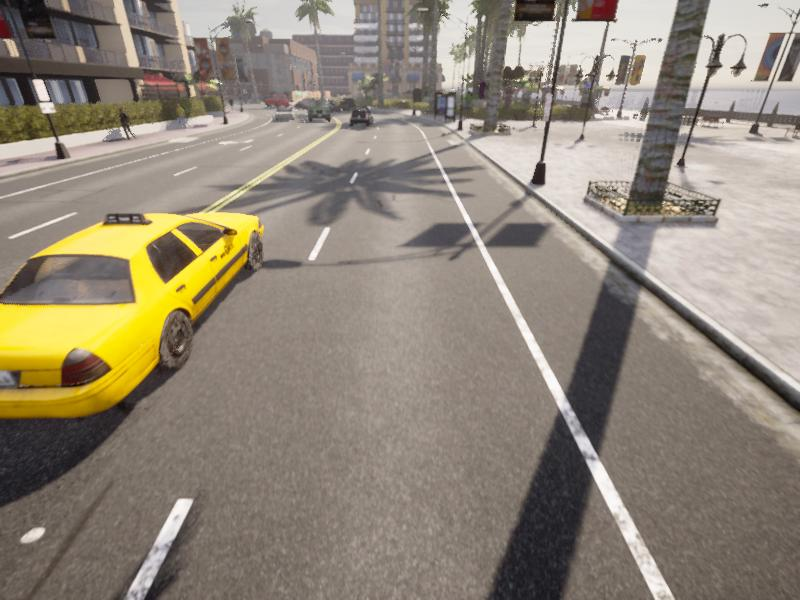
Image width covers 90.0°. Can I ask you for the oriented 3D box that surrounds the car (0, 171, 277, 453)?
[{"bbox_3d":[-3.496,-0.540,5.698,1.801,1.575,5.366,0,28,0],"label":"car"}]

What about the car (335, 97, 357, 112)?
[{"bbox_3d":[-8.071,-29.384,60.158,1.905,1.878,3.866,-14,31,-25],"label":"car"}]

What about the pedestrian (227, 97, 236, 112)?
[{"bbox_3d":[-22.887,-26.593,54.391,0.751,1.860,0.751,-12,30,-21],"label":"pedestrian"}]

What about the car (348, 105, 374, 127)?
[{"bbox_3d":[-3.527,-16.990,36.922,1.851,1.617,3.988,1,28,2],"label":"car"}]

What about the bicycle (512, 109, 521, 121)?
[{"bbox_3d":[12.133,-19.288,41.711,0.373,1.024,1.643,0,28,-1],"label":"bicycle"}]

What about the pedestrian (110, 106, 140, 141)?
[{"bbox_3d":[-16.660,-10.714,24.264,0.751,1.860,0.751,1,28,2],"label":"pedestrian"}]

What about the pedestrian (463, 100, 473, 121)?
[{"bbox_3d":[6.891,-19.205,40.546,0.751,1.860,0.751,-3,28,-6],"label":"pedestrian"}]

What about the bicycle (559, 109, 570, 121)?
[{"bbox_3d":[17.163,-19.300,41.767,0.373,1.024,1.643,0,28,-1],"label":"bicycle"}]

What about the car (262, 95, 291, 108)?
[{"bbox_3d":[-22.461,-36.208,72.848,5.566,2.045,2.150,24,36,37],"label":"car"}]

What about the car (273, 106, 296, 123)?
[{"bbox_3d":[-11.998,-19.400,41.780,1.895,1.301,4.718,-6,28,-11],"label":"car"}]

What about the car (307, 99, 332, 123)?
[{"bbox_3d":[-8.404,-19.628,41.430,2.150,2.045,5.566,-5,28,-11],"label":"car"}]

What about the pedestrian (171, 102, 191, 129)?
[{"bbox_3d":[-16.973,-14.258,30.995,0.751,1.860,0.751,-1,28,-2],"label":"pedestrian"}]

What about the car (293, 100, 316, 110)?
[{"bbox_3d":[-15.821,-32.181,65.936,1.994,1.385,4.181,-19,33,-32],"label":"car"}]

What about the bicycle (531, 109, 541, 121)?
[{"bbox_3d":[14.146,-19.293,41.734,0.373,1.024,1.643,0,28,-1],"label":"bicycle"}]

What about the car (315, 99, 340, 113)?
[{"bbox_3d":[-10.431,-27.785,57.317,2.242,1.667,4.611,-13,30,-23],"label":"car"}]
